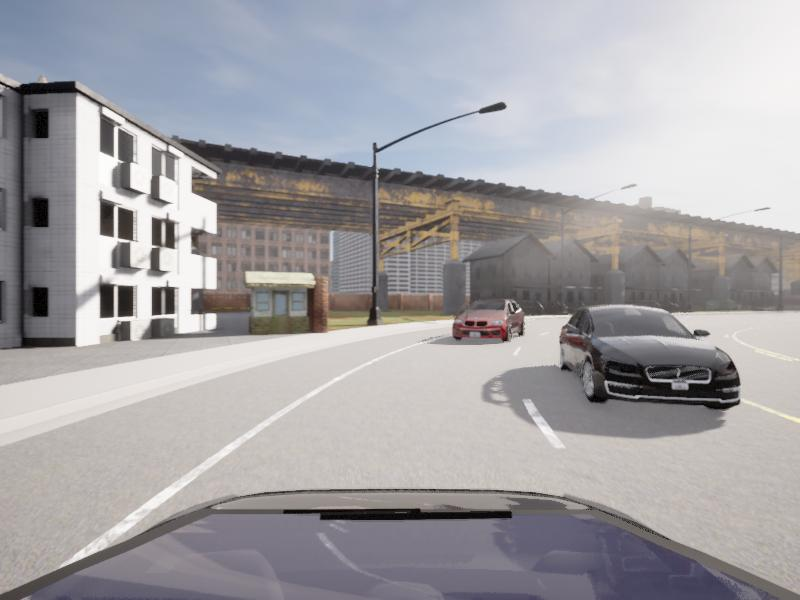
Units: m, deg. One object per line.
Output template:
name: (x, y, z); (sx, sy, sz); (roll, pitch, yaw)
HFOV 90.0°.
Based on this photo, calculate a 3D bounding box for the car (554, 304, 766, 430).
car: (4.192, 0.853, 7.512); (1.837, 1.490, 4.892); (0, 0, 14)

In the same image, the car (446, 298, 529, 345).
car: (3.840, 0.768, 16.768); (2.242, 1.667, 4.611); (0, 0, 28)
